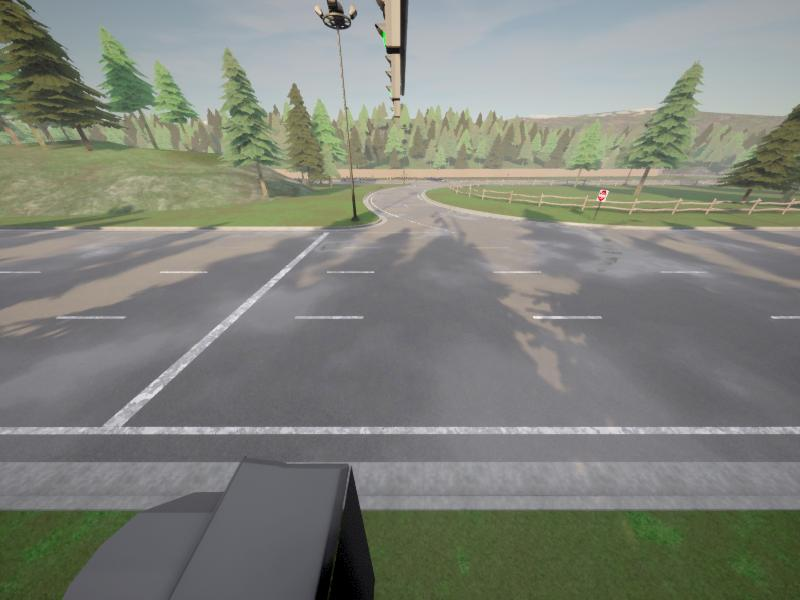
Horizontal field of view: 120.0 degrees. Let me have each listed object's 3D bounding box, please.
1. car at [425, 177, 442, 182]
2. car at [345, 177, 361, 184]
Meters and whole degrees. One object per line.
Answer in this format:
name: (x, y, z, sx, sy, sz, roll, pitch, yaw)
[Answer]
car: (10.167, -36.593, 70.080, 4.718, 1.301, 1.895, 0, 30, 0)
car: (-13.067, -33.148, 63.891, 3.988, 1.617, 1.851, 0, 30, 0)
